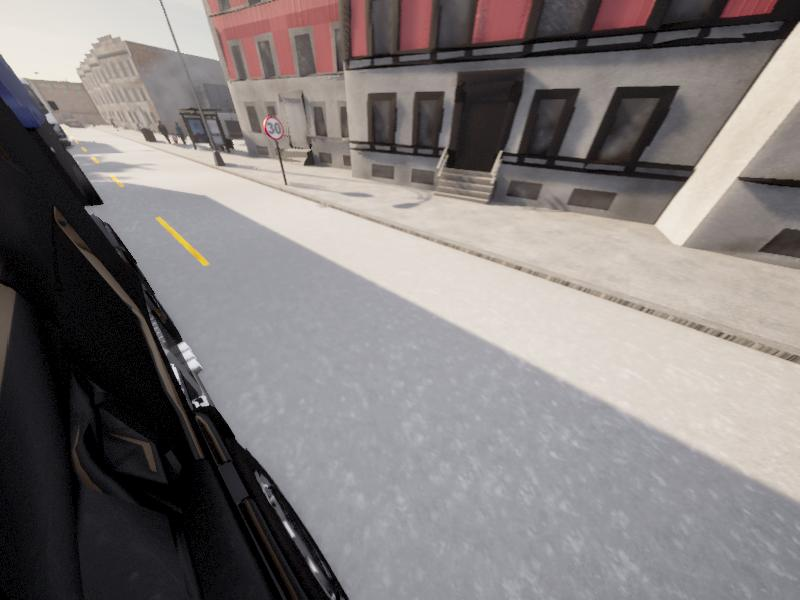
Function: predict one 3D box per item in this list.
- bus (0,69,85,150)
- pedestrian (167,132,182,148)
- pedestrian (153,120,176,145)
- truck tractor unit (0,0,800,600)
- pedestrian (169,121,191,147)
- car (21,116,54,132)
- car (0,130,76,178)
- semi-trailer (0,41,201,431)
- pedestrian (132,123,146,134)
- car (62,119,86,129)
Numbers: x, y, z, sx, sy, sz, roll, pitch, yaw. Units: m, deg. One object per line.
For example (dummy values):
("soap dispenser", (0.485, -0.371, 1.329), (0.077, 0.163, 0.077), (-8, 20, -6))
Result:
("bus", (-29.761, -14.764, 18.143), (10.273, 4.253, 3.944), (28, 43, 30))
("pedestrian", (-19.557, -13.906, 20.045), (0.500, 1.100, 0.500), (28, 44, 30))
("pedestrian", (-22.053, -15.697, 21.667), (0.751, 1.860, 0.751), (-27, 46, -34))
("truck tractor unit", (-2.645, -0.295, 0.352), (6.516, 4.208, 3.053), (28, 44, 30))
("pedestrian", (-19.881, -15.060, 20.942), (0.751, 1.860, 0.751), (-25, 45, -32))
("car", (-51.707, -25.205, 33.042), (5.238, 1.638, 1.930), (28, 43, 30))
("car", (-17.407, -6.953, 10.781), (5.357, 1.411, 2.033), (28, 43, 30))
("semi-trailer", (-8.702, -3.589, 4.244), (14.254, 4.402, 2.717), (28, 43, 30))
("pedestrian", (-39.098, -25.745, 34.618), (0.751, 1.300, 0.751), (28, 43, 30))
("car", (-64.393, -34.766, 45.644), (4.792, 1.488, 2.163), (28, 43, 30))
